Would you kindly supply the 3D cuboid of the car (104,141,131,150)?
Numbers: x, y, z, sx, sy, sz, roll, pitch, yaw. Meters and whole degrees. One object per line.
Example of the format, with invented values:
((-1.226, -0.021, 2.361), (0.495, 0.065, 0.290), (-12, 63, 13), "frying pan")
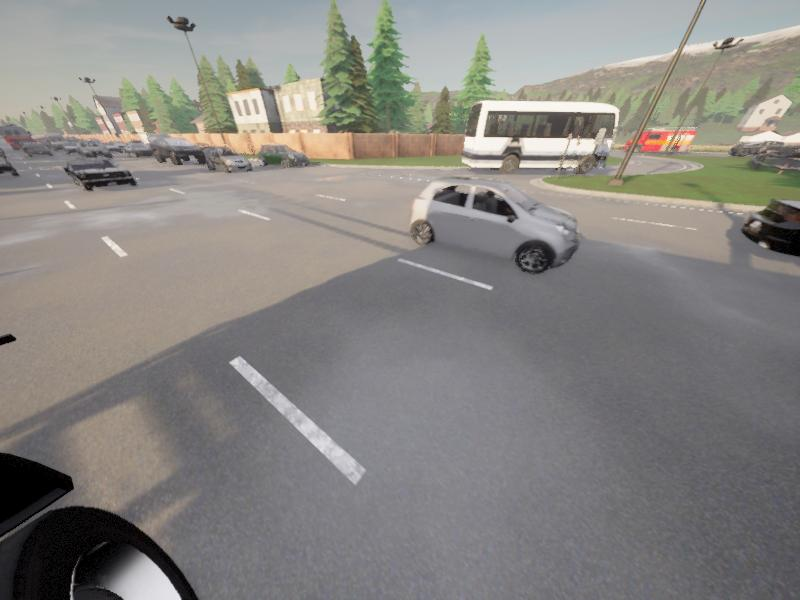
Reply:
((-54.662, -29.914, 44.679), (5.357, 1.411, 2.033), (22, 41, 28), "car")

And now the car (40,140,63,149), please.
((-69.822, -31.236, 46.291), (3.633, 1.501, 1.845), (22, 41, 28), "car")

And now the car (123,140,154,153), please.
((-43.100, -25.296, 38.021), (5.238, 1.638, 1.930), (22, 41, 28), "car")

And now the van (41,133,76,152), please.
((-58.309, -26.955, 39.432), (5.915, 2.561, 1.988), (22, 41, 28), "van")

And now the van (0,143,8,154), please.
((-60.124, -22.712, 33.524), (6.366, 2.431, 2.351), (22, 41, 28), "van")

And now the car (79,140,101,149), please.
((-66.849, -33.621, 49.836), (3.806, 1.475, 1.970), (22, 41, 28), "car")

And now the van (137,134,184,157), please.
((-33.487, -21.700, 32.313), (6.366, 2.431, 2.351), (22, 41, 28), "van")

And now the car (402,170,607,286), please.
((2.081, -1.905, 5.303), (3.633, 1.501, 1.845), (22, 41, 28), "car")

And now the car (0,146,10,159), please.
((-48.169, -17.447, 26.983), (4.792, 1.488, 2.163), (22, 41, 28), "car")

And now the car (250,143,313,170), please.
((-10.323, -12.698, 20.282), (4.553, 1.767, 2.097), (16, 38, 21), "car")

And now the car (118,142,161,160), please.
((-31.525, -18.116, 27.928), (5.238, 1.638, 1.930), (22, 41, 28), "car")

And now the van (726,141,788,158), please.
((53.525, -22.691, 34.820), (4.442, 1.987, 1.775), (22, 41, 28), "van")

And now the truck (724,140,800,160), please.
((51.447, -21.124, 32.479), (6.274, 2.098, 2.390), (22, 41, 28), "truck")

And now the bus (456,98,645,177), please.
((10.017, -11.807, 17.044), (10.273, 4.253, 3.944), (-1, 37, -2), "bus")

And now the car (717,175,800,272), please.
((10.263, -1.036, 4.130), (5.008, 1.535, 1.882), (23, 41, 27), "car")

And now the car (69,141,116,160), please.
((-35.732, -17.381, 26.825), (4.611, 1.667, 2.242), (22, 41, 28), "car")

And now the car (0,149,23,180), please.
((-26.812, -8.800, 14.766), (5.027, 1.651, 2.152), (22, 41, 28), "car")

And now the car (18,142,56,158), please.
((-45.635, -18.883, 29.027), (4.892, 1.490, 1.837), (22, 41, 28), "car")

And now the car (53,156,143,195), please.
((-15.747, -6.617, 12.043), (4.718, 1.301, 1.895), (22, 41, 28), "car")

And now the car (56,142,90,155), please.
((-47.937, -22.248, 33.856), (5.357, 1.411, 2.033), (22, 41, 28), "car")

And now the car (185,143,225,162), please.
((-21.896, -16.638, 25.941), (3.988, 1.617, 1.851), (22, 41, 28), "car")

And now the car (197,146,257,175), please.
((-13.007, -10.550, 17.376), (3.988, 1.617, 1.851), (22, 41, 28), "car")

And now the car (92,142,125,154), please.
((-44.969, -23.499, 35.658), (5.357, 1.411, 2.033), (22, 41, 28), "car")

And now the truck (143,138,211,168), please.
((-21.114, -14.060, 21.860), (6.274, 2.098, 2.390), (22, 41, 28), "truck")

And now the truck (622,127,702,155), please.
((46.617, -28.752, 41.758), (8.468, 3.827, 2.891), (22, 41, 28), "truck")

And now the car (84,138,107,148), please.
((-70.821, -36.658, 53.786), (4.553, 1.767, 2.097), (22, 41, 28), "car")

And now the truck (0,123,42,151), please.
((-69.797, -29.687, 42.129), (8.468, 3.827, 2.891), (22, 41, 28), "truck")
